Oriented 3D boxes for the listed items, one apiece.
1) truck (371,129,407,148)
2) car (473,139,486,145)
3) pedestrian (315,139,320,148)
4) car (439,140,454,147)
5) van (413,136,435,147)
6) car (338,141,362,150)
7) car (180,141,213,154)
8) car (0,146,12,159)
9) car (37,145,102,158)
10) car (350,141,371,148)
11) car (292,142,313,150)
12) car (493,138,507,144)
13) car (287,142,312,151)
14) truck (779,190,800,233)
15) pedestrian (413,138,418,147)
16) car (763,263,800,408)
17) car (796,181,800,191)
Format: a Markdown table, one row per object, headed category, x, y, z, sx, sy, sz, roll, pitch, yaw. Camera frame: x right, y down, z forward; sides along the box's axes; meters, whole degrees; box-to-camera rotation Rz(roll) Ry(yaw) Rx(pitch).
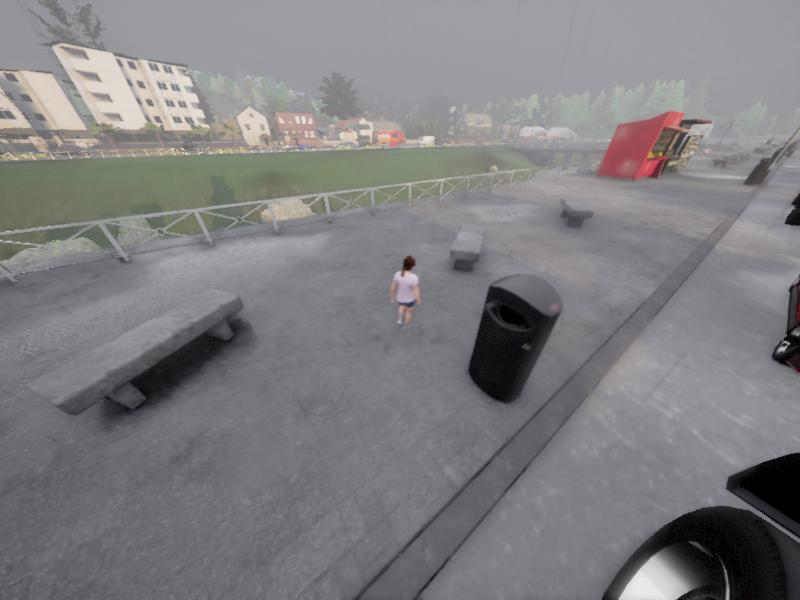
| category | x | y | z | sx | sy | sz | roll | pitch | yaw |
| --- | --- | --- | --- | --- | --- | --- | --- | --- | --- |
| truck | -2.643 | -40.591 | 58.125 | 8.468 | 3.827 | 2.891 | -22 | 41 | -28 |
| car | 25.695 | -51.120 | 74.793 | 3.633 | 1.501 | 1.845 | -22 | 41 | -28 |
| pedestrian | -20.322 | -38.641 | 56.983 | 0.751 | 1.860 | 0.751 | -19 | 39 | -25 |
| car | 13.598 | -46.214 | 67.967 | 3.988 | 1.617 | 1.851 | -22 | 41 | -28 |
| van | 6.979 | -46.722 | 67.949 | 6.366 | 2.431 | 2.351 | -22 | 41 | -28 |
| car | -11.620 | -36.003 | 53.733 | 4.792 | 1.488 | 2.163 | -22 | 41 | -28 |
| car | -35.293 | -26.603 | 40.233 | 3.866 | 1.878 | 1.905 | -22 | 41 | -28 |
| car | -57.910 | -20.026 | 31.428 | 4.892 | 1.490 | 1.837 | -21 | 40 | -27 |
| car | -50.698 | -22.982 | 35.650 | 5.357 | 1.411 | 2.033 | -22 | 41 | -28 |
| car | -9.968 | -39.489 | 58.638 | 4.892 | 1.490 | 1.837 | -22 | 41 | -28 |
| car | -21.933 | -34.608 | 51.908 | 3.806 | 1.475 | 1.970 | -22 | 41 | -28 |
| car | 36.935 | -58.503 | 85.103 | 4.856 | 1.649 | 2.033 | -22 | 41 | -28 |
| car | -21.042 | -32.196 | 48.412 | 4.193 | 1.474 | 1.816 | -22 | 41 | -28 |
| truck | 14.294 | -3.368 | 6.752 | 6.274 | 2.098 | 2.390 | -21 | 40 | -27 |
| pedestrian | 3.855 | -38.853 | 57.100 | 0.751 | 1.860 | 0.751 | -22 | 41 | -28 |
| car | 6.189 | 0.205 | 2.397 | 4.181 | 1.385 | 1.994 | -22 | 41 | -28 |
| car | 22.026 | -6.258 | 11.298 | 4.902 | 1.511 | 2.128 | -22 | 40 | -27 |
